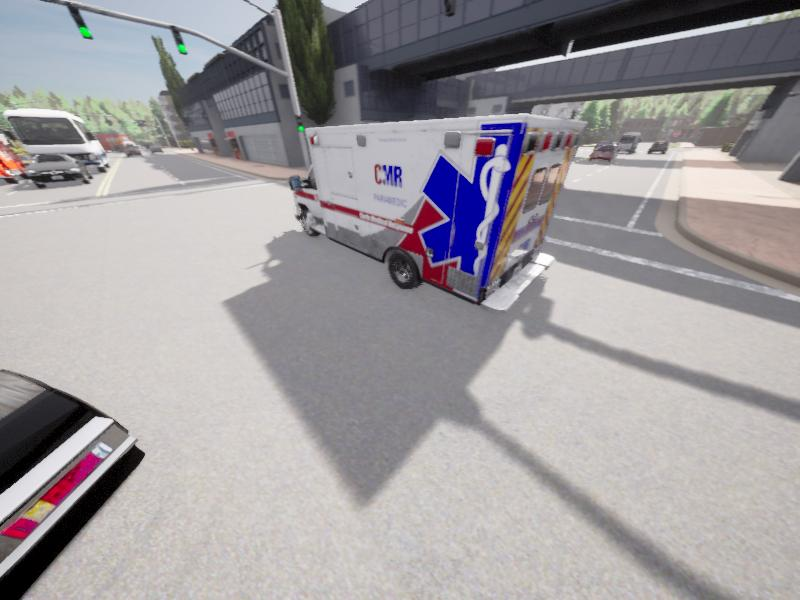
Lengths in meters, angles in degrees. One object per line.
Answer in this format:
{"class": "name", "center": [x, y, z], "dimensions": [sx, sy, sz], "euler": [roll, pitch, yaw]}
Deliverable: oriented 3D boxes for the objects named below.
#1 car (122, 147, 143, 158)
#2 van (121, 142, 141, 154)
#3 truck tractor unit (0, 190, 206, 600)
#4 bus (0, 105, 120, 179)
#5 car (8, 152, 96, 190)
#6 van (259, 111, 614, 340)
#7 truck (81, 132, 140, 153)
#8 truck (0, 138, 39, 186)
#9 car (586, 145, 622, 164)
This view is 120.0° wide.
{"class": "car", "center": [-45.042, -24.928, 38.915], "dimensions": [1.895, 1.301, 4.718], "euler": [-29, 44, -34]}
{"class": "van", "center": [-56.422, -31.990, 48.474], "dimensions": [2.069, 2.038, 4.480], "euler": [-29, 44, -34]}
{"class": "truck tractor unit", "center": [-5.365, 0.154, 0.154], "dimensions": [6.516, 4.208, 3.053], "euler": [3, 35, 5]}
{"class": "bus", "center": [-28.710, -13.606, 20.031], "dimensions": [3.944, 4.253, 10.273], "euler": [-29, 44, -34]}
{"class": "car", "center": [-21.956, -8.444, 14.881], "dimensions": [5.027, 1.651, 2.152], "euler": [29, 45, 35]}
{"class": "van", "center": [-0.199, -2.191, 4.966], "dimensions": [6.366, 2.431, 2.351], "euler": [29, 45, 35]}
{"class": "truck", "center": [-66.555, -36.364, 53.280], "dimensions": [8.468, 3.827, 2.891], "euler": [3, 35, 5]}
{"class": "truck", "center": [-27.152, -8.947, 14.942], "dimensions": [2.627, 2.467, 5.204], "euler": [-29, 44, -34]}
{"class": "car", "center": [21.170, -15.140, 23.913], "dimensions": [1.994, 1.385, 4.181], "euler": [27, 44, 33]}
